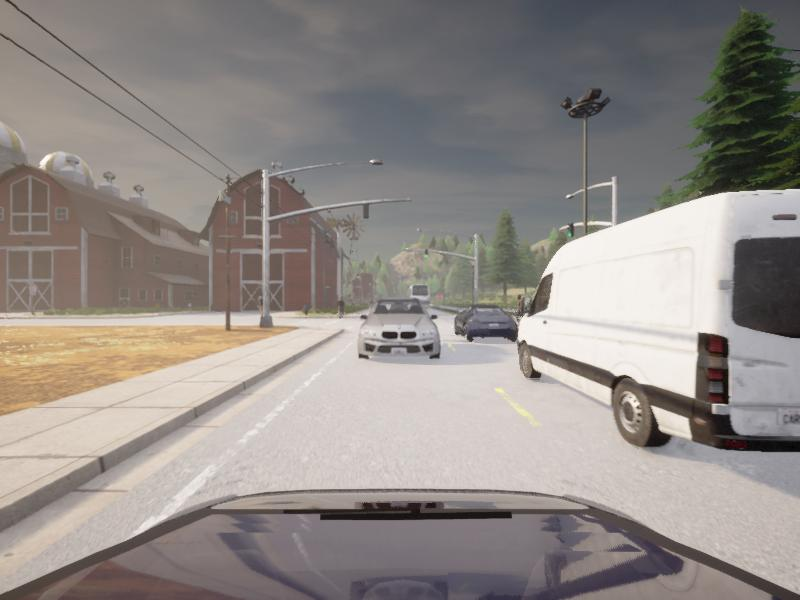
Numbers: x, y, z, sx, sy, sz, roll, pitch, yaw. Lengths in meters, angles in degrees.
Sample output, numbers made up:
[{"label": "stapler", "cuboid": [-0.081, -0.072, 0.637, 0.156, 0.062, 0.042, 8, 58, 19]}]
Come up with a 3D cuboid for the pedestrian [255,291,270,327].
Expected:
[{"label": "pedestrian", "cuboid": [-7.296, 0.444, 21.173, 0.751, 1.860, 0.751, 0, 0, -20]}]

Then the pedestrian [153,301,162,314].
[{"label": "pedestrian", "cuboid": [-22.356, 0.688, 36.878, 0.500, 1.100, 0.500, 0, 0, 11]}]

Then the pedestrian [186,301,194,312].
[{"label": "pedestrian", "cuboid": [-21.403, 0.684, 40.770, 0.500, 1.100, 0.500, 0, 0, 12]}]

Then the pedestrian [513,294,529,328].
[{"label": "pedestrian", "cuboid": [6.797, 0.612, 22.504, 0.751, 1.860, 0.751, 0, 0, 6]}]

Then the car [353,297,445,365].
[{"label": "car", "cuboid": [-0.034, 0.743, 12.120, 2.242, 1.667, 4.611, 0, 0, 0]}]

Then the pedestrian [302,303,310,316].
[{"label": "pedestrian", "cuboid": [-7.930, 0.809, 33.859, 0.500, 1.100, 0.500, 0, 0, -34]}]

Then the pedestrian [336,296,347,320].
[{"label": "pedestrian", "cuboid": [-4.584, 0.584, 31.403, 0.751, 1.860, 0.751, 0, 0, 2]}]

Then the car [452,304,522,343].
[{"label": "car", "cuboid": [3.471, 0.893, 16.769, 1.994, 1.385, 4.181, 0, 0, 0]}]

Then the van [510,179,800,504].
[{"label": "van", "cuboid": [3.492, 0.317, 6.106, 1.988, 2.561, 5.915, 0, 0, 0]}]

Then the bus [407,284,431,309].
[{"label": "bus", "cuboid": [3.264, -0.591, 72.470, 3.944, 4.253, 10.273, 0, 1, 0]}]
